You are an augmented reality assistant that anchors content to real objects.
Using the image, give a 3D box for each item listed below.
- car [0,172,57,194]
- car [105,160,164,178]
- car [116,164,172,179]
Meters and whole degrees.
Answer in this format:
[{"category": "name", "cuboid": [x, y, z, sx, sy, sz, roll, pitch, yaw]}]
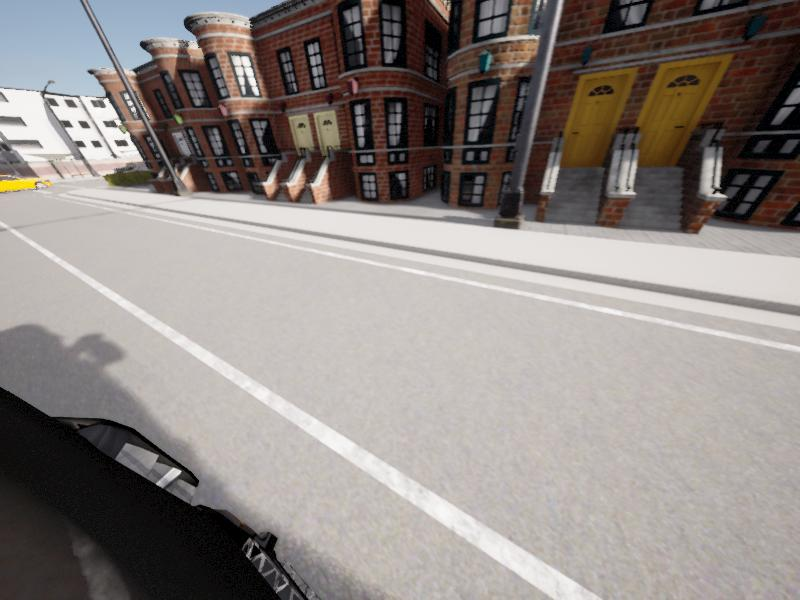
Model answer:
[{"category": "car", "cuboid": [-39.453, -11.800, 23.374, 1.882, 1.535, 5.008, 15, 38, 25]}, {"category": "car", "cuboid": [-42.245, -21.031, 37.008, 2.150, 2.045, 5.566, 16, 38, 26]}, {"category": "car", "cuboid": [-39.263, -19.841, 35.579, 2.033, 1.411, 5.357, 16, 38, 26]}]
